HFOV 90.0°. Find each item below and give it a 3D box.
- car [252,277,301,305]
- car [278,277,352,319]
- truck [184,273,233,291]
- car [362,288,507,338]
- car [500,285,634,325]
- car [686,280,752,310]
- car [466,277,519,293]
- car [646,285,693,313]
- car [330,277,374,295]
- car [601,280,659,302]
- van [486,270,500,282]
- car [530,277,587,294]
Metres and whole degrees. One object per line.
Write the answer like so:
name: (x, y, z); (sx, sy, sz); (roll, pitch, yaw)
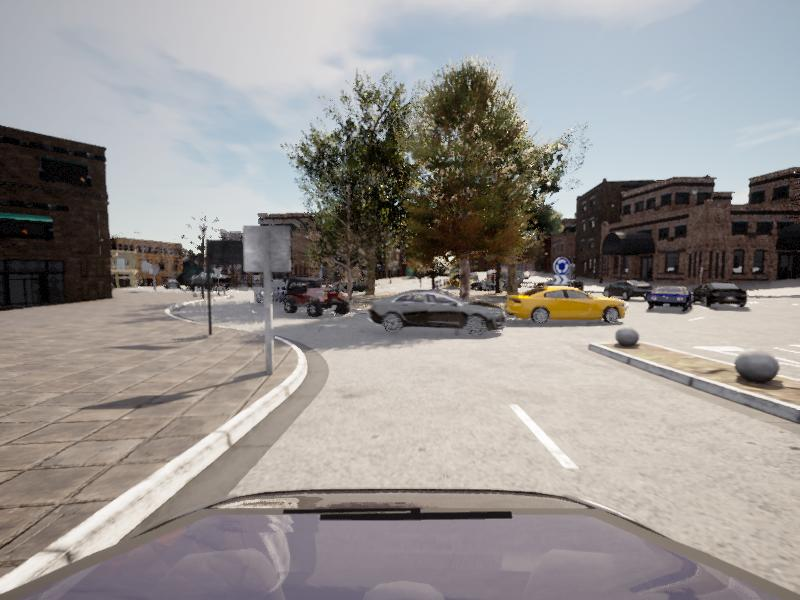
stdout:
car: (-8.736, -0.731, 28.693); (2.097, 1.767, 4.553); (0, 4, -1)
car: (-4.387, -0.206, 20.418); (1.905, 1.878, 3.866); (-4, 6, -44)
truck: (-23.112, -2.191, 48.195); (6.274, 2.098, 2.390); (2, 5, 35)
car: (1.290, 0.387, 14.548); (4.902, 1.511, 2.128); (1, 4, 12)
car: (7.114, 0.171, 17.391); (5.008, 1.535, 1.882); (0, 4, -4)
car: (20.163, -0.413, 25.552); (1.882, 1.535, 5.008); (2, 5, 22)
car: (9.834, -1.640, 42.536); (5.238, 1.638, 1.930); (2, 4, 25)
car: (15.956, -0.150, 23.594); (1.895, 1.301, 4.718); (3, 5, 38)
car: (-4.766, -1.426, 39.926); (3.988, 1.617, 1.851); (-3, 5, -38)
car: (17.915, -0.803, 31.483); (1.837, 1.490, 4.892); (0, 4, 1)
van: (16.316, -4.241, 70.526); (2.069, 2.038, 4.480); (1, 5, 9)
car: (16.299, -1.577, 41.529); (1.930, 1.638, 5.238); (-2, 4, -36)
